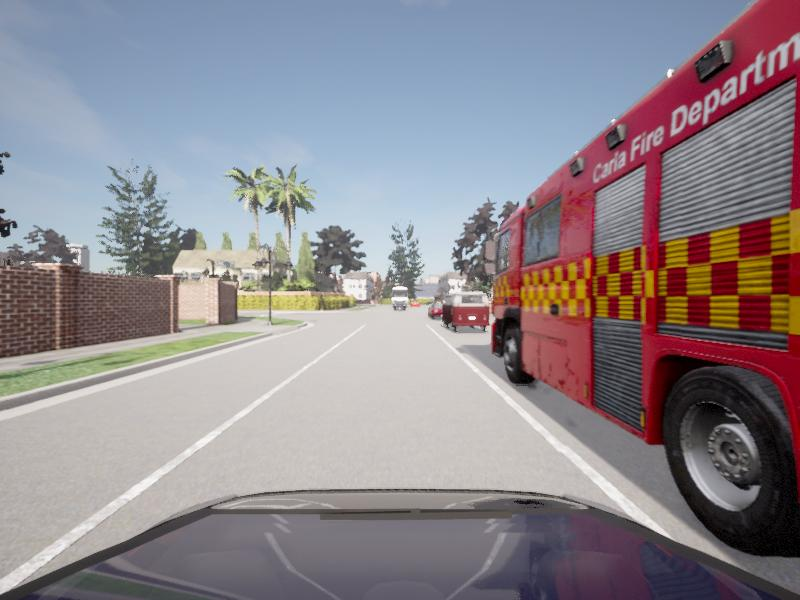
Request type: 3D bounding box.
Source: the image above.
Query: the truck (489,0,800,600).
[{"bbox_3d":[3.467,-0.324,5.058,2.891,3.827,8.468,0,0,1],"label":"truck"}]

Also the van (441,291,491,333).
[{"bbox_3d":[3.372,0.598,21.319,1.775,1.987,4.442,0,0,-2],"label":"van"}]

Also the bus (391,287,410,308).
[{"bbox_3d":[0.094,-0.526,84.419,3.944,4.253,10.273,0,0,0],"label":"bus"}]

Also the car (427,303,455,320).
[{"bbox_3d":[3.490,0.946,34.569,1.895,1.301,4.718,0,0,0],"label":"car"}]
